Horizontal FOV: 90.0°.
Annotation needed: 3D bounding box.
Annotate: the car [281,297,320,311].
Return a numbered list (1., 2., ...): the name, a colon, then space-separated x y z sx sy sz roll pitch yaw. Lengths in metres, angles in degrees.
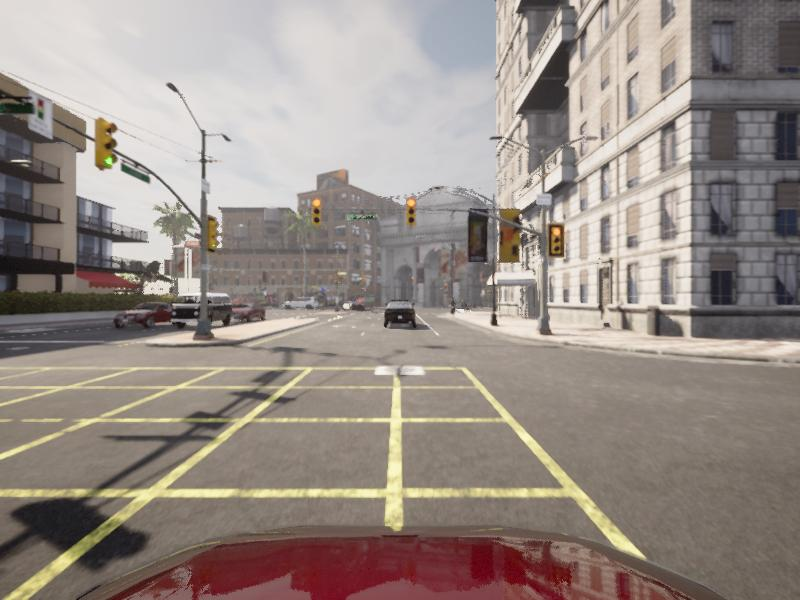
1. car: -15.596 0.585 62.829 5.566 2.045 2.150 0 0 0

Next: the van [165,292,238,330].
1. van: -11.496 0.579 23.545 2.069 2.038 4.480 0 0 0

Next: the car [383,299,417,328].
1. car: -0.003 0.779 25.139 1.930 1.638 5.238 0 0 0

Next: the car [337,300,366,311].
1. car: -7.206 0.844 58.918 2.038 1.542 4.974 0 0 -35

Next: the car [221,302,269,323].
1. car: -11.502 0.880 30.014 1.812 1.442 4.674 0 0 0

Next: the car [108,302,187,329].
1. car: -15.001 0.878 24.158 1.812 1.442 4.674 0 0 0

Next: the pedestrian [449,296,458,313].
1. pedestrian: 5.873 0.499 43.963 0.751 1.860 0.751 0 0 -8
